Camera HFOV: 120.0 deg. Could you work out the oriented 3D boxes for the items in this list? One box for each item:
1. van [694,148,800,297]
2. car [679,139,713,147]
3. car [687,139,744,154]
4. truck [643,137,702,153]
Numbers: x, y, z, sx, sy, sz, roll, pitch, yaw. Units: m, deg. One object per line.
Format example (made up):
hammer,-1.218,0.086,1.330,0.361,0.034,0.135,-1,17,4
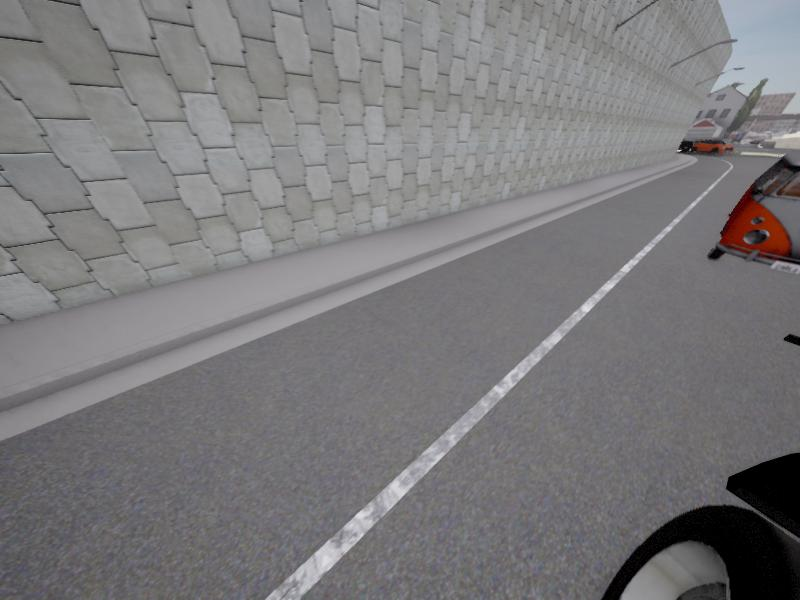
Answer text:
van,8.307,-1.813,4.687,4.442,1.987,1.775,-24,42,-30
car,68.189,-36.167,53.309,4.892,1.490,1.837,-1,35,-1
car,46.895,-22.954,34.510,2.097,1.767,4.553,1,35,2
truck,43.838,-25.252,37.514,2.390,2.098,6.274,2,35,4
